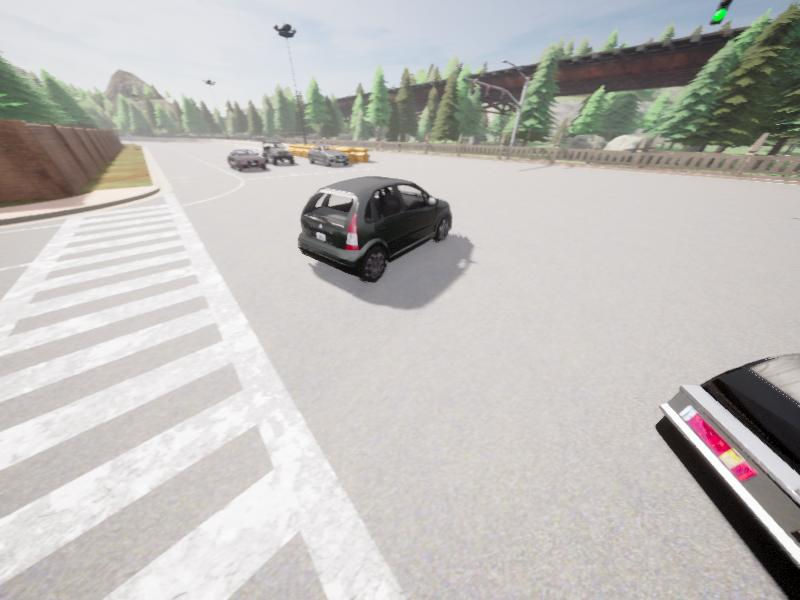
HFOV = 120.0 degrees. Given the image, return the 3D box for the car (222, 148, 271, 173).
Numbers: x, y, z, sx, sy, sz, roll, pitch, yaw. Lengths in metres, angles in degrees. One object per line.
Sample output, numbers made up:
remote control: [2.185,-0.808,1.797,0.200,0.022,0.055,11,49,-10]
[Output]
car: [-12.246,-11.162,18.345,1.994,1.385,4.181,-27,44,-34]

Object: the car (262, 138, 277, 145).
car: [-36.557,-44.315,64.672,4.892,1.490,1.837,29,44,34]

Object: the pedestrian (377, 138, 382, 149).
pedestrian: [-4.179,-32.277,47.737,0.751,1.860,0.751,-26,43,-33]

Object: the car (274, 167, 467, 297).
car: [-0.272,-1.948,5.353,1.851,1.617,3.988,24,41,29]

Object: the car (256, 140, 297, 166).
car: [-11.717,-14.023,21.960,1.905,1.878,3.866,-27,44,-34]

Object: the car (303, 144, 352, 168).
car: [-6.954,-13.853,22.063,2.152,1.651,5.027,-27,44,-34]
